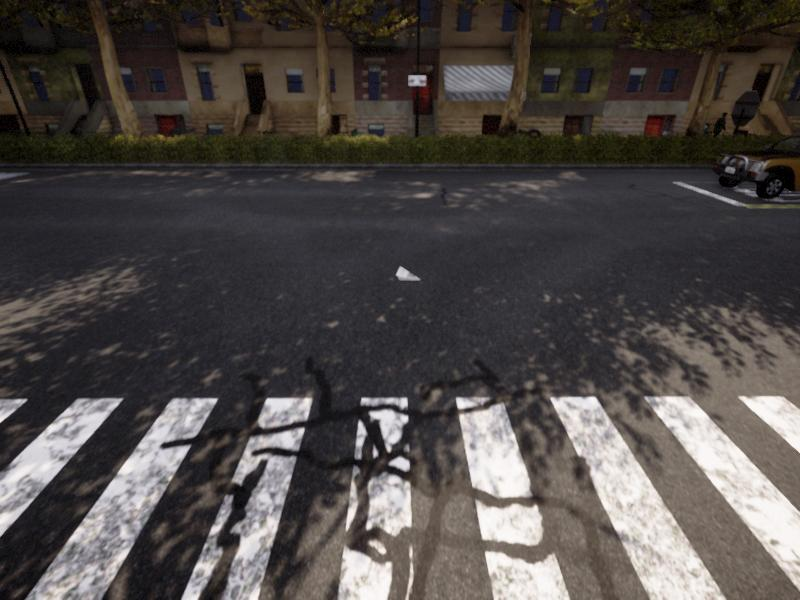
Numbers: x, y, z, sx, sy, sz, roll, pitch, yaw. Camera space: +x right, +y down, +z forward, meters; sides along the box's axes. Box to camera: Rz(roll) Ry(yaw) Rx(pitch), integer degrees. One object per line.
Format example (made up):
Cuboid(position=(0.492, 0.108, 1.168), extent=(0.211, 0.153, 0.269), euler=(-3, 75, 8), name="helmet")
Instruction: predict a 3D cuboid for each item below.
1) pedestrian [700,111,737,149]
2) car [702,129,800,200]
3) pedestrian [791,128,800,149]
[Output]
Cuboid(position=(17.187, -9.188, 21.628), extent=(0.751, 1.860, 0.751), euler=(0, 28, 0), name="pedestrian")
Cuboid(position=(12.870, -4.344, 12.724), extent=(4.605, 1.855, 1.932), euler=(0, 28, 0), name="car")
Cuboid(position=(22.066, -9.073, 21.408), extent=(0.751, 1.860, 0.751), euler=(-2, 28, -4), name="pedestrian")
